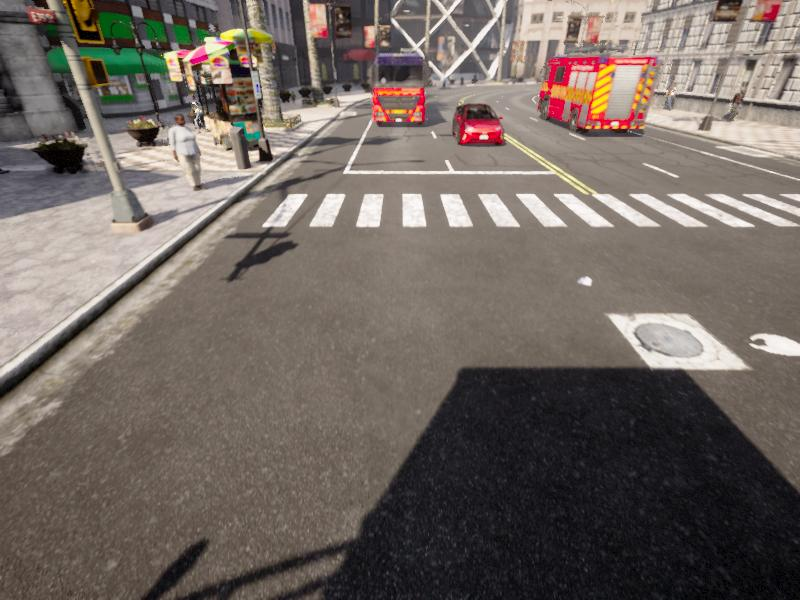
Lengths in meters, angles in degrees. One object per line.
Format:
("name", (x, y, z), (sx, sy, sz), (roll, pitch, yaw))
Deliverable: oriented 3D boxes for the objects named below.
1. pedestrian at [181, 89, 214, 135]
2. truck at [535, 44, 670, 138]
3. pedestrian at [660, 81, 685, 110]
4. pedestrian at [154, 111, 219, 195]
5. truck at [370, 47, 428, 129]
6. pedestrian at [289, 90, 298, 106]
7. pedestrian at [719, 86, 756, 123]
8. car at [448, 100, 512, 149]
("pedestrian", (-9.599, -8.928, 19.011), (0.751, 1.860, 0.751), (21, 37, 32))
("truck", (10.400, -11.665, 22.094), (2.891, 3.827, 8.468), (0, 30, 0))
("pedestrian", (19.985, -15.020, 29.414), (0.751, 1.860, 0.751), (0, 30, 0))
("pedestrian", (-5.359, -3.725, 10.140), (0.751, 1.860, 0.751), (18, 35, 27))
("truck", (-0.006, -13.128, 24.586), (2.891, 3.827, 8.468), (0, 30, 1))
("pedestrian", (-8.639, -16.382, 32.475), (0.500, 1.100, 0.500), (-2, 30, -4))
("pedestrian", (19.080, -11.064, 22.668), (0.751, 1.860, 0.751), (-3, 31, -5))
("car", (3.478, -8.122, 18.322), (2.007, 1.525, 4.514), (0, 30, 0))
